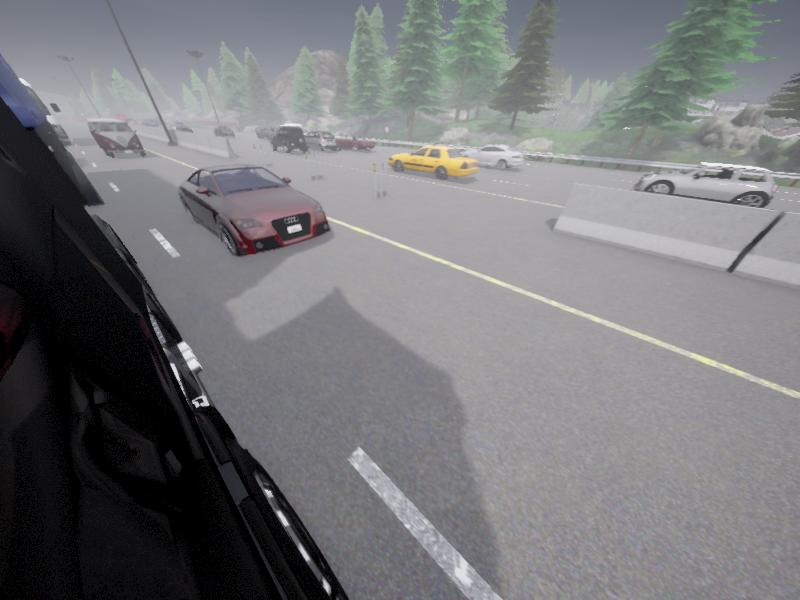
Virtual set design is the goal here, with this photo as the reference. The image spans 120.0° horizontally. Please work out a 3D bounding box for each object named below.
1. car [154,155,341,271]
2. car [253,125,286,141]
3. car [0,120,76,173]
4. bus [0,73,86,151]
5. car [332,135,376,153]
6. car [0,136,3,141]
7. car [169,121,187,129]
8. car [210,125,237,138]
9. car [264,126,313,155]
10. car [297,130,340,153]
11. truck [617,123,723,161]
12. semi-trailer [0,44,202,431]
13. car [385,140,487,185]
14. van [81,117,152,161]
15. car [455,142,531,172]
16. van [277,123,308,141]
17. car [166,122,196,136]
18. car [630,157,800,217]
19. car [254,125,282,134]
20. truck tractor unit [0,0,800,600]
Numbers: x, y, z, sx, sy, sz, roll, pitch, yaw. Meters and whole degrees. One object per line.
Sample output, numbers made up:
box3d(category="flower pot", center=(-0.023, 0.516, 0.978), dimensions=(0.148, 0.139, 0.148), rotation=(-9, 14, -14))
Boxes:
box3d(category="car", center=(-3.598, -2.369, 5.460), dimensions=(4.181, 1.385, 1.994), rotation=(28, 44, 30))
box3d(category="car", center=(-19.123, -24.443, 33.848), dimensions=(4.611, 1.667, 2.242), rotation=(28, 44, 30))
box3d(category="car", center=(-18.264, -7.606, 11.261), dimensions=(4.553, 1.767, 2.097), rotation=(28, 44, 30))
box3d(category="bus", center=(-30.703, -15.335, 18.807), dimensions=(10.273, 4.253, 3.944), rotation=(29, 44, 29))
box3d(category="car", center=(-4.929, -16.737, 24.674), dimensions=(4.718, 1.301, 1.895), rotation=(28, 44, 30))
box3d(category="car", center=(-35.833, -14.166, 19.118), dimensions=(4.611, 1.667, 2.242), rotation=(28, 44, 30))
box3d(category="car", center=(-54.998, -43.396, 57.233), dimensions=(5.366, 1.575, 1.801), rotation=(28, 44, 30))
box3d(category="car", center=(-27.094, -25.886, 35.432), dimensions=(3.633, 1.501, 1.845), rotation=(28, 44, 30))
box3d(category="car", center=(-9.818, -14.108, 20.372), dimensions=(3.866, 1.878, 1.905), rotation=(28, 44, 30))
box3d(category="car", center=(-8.094, -15.813, 22.992), dimensions=(3.988, 1.617, 1.851), rotation=(28, 44, 30))
box3d(category="truck", center=(36.709, -22.043, 32.074), dimensions=(8.468, 3.827, 2.891), rotation=(30, 45, 32))
box3d(category="semi-trailer", center=(-8.699, -3.591, 4.246), dimensions=(14.254, 4.402, 2.717), rotation=(28, 44, 30))
box3d(category="car", center=(1.723, -7.838, 12.912), dimensions=(5.366, 1.575, 1.801), rotation=(28, 44, 30))
box3d(category="van", center=(-18.248, -10.413, 14.860), dimensions=(4.442, 1.987, 1.775), rotation=(28, 44, 30))
box3d(category="car", center=(6.698, -10.613, 17.030), dimensions=(4.674, 1.442, 1.812), rotation=(28, 44, 30))
box3d(category="van", center=(-16.616, -26.000, 35.768), dimensions=(4.480, 2.038, 2.069), rotation=(28, 44, 30))
box3d(category="car", center=(-35.213, -27.454, 37.062), dimensions=(4.974, 1.542, 2.038), rotation=(28, 44, 30))
box3d(category="car", center=(12.450, -4.828, 9.594), dimensions=(3.806, 1.475, 1.970), rotation=(28, 44, 30))
box3d(category="car", center=(-29.835, -38.714, 52.439), dimensions=(2.038, 1.542, 4.974), rotation=(24, 42, 25))
box3d(category="truck tractor unit", center=(-2.645, -0.295, 0.352), dimensions=(6.516, 4.208, 3.053), rotation=(28, 44, 30))
